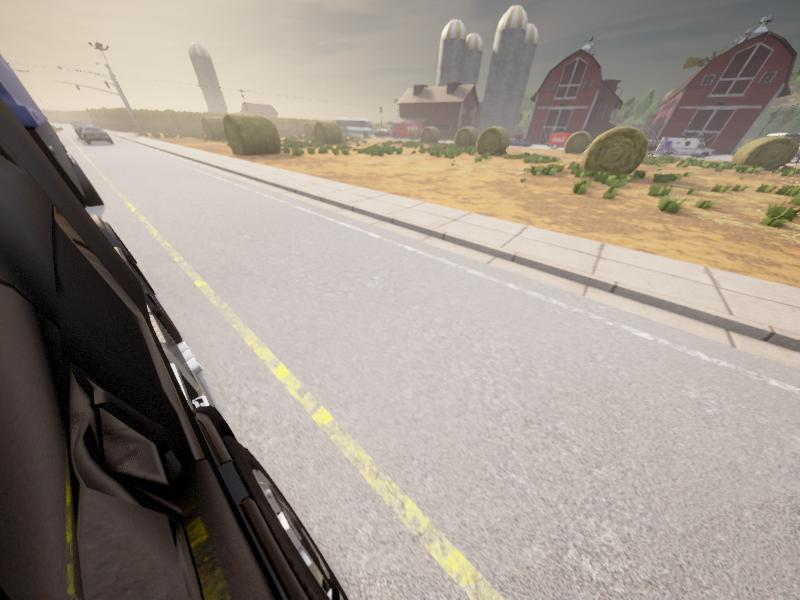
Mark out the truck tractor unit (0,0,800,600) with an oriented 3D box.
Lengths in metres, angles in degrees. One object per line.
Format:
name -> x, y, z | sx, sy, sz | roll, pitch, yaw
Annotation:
truck tractor unit -> -2.645, -0.295, 0.351 | 6.516, 4.208, 3.053 | 28, 44, 30

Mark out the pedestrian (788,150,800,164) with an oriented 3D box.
pedestrian -> 54.300, -19.472, 31.231 | 0.751, 1.860, 0.751 | 21, 40, 23

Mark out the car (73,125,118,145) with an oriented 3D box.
car -> -30.673, -16.591, 23.235 | 5.357, 1.411, 2.033 | 28, 43, 30

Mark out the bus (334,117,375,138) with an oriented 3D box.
bus -> -12.724, -48.771, 65.317 | 10.273, 4.253, 3.944 | 7, 37, 6

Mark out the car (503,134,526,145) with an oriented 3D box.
car -> 25.646, -36.027, 51.838 | 3.866, 1.878, 1.905 | -4, 43, -5

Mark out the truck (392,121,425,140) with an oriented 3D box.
truck -> 2.069, -44.494, 60.672 | 8.468, 3.827, 2.891 | 25, 42, 27

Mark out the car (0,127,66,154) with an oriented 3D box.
car -> -26.652, -11.751, 16.926 | 4.181, 1.385, 1.994 | 28, 43, 30

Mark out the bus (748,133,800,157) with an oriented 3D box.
bus -> 90.673, -37.439, 55.524 | 3.944, 4.253, 10.273 | 26, 42, 28

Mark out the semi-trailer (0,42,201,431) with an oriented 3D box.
semi-trailer -> -8.705, -3.575, 4.258 | 14.254, 4.402, 2.717 | 28, 44, 30

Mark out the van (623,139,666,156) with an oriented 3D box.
van -> 41.056, -25.760, 38.967 | 4.442, 1.987, 1.775 | 25, 42, 27

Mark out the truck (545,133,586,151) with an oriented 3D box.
truck -> 29.838, -28.552, 41.733 | 5.204, 2.467, 2.627 | 25, 42, 27

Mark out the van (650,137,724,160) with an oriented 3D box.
van -> 42.450, -22.721, 34.555 | 6.366, 2.431, 2.351 | 25, 42, 27

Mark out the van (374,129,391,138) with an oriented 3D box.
van -> -5.012, -47.029, 65.223 | 4.480, 2.038, 2.069 | 25, 42, 28

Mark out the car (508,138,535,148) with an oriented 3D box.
car -> 23.872, -30.858, 45.431 | 4.181, 1.385, 1.994 | 25, 43, 28
